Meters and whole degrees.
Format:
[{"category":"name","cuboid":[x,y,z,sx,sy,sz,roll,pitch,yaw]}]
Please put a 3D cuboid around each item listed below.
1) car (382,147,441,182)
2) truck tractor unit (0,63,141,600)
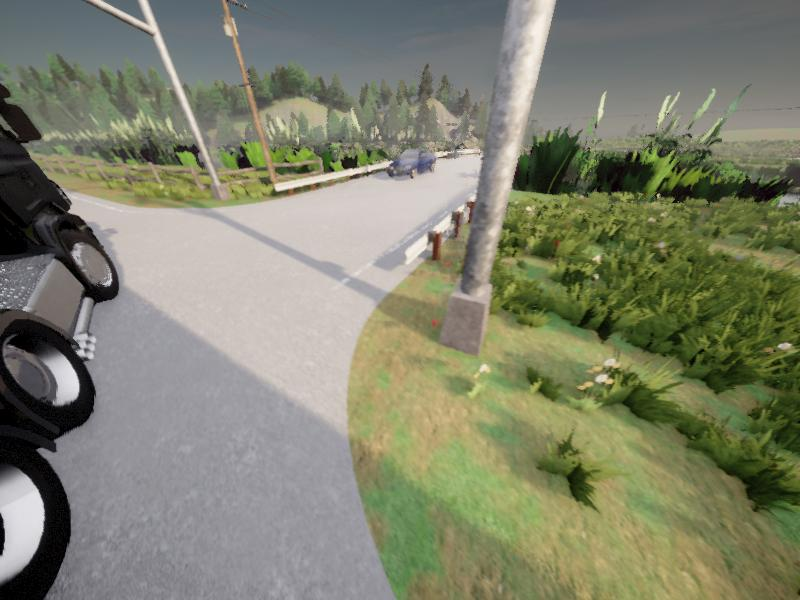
[{"category":"car","cuboid":[0.929,-9.195,15.452,1.812,1.442,4.674,19,42,25]},{"category":"truck tractor unit","cuboid":[-4.740,-0.563,1.165,3.053,4.208,6.516,-27,43,-34]}]
